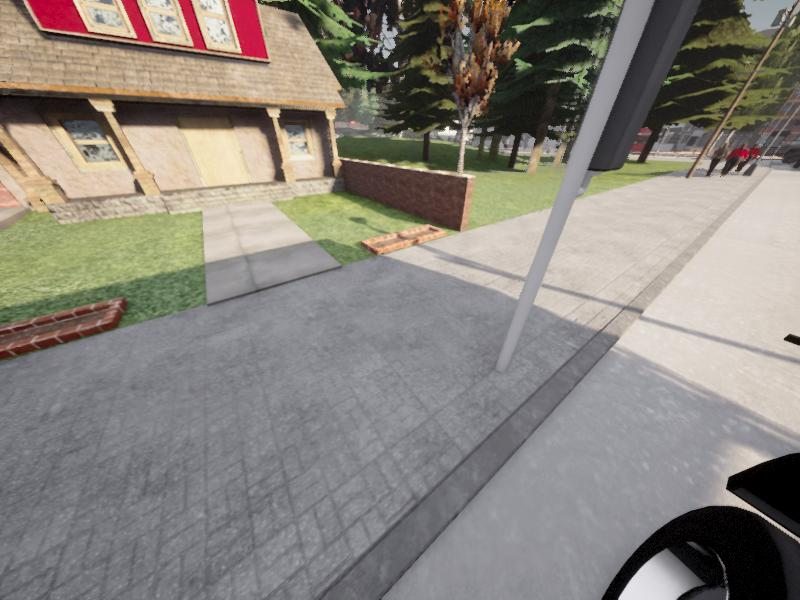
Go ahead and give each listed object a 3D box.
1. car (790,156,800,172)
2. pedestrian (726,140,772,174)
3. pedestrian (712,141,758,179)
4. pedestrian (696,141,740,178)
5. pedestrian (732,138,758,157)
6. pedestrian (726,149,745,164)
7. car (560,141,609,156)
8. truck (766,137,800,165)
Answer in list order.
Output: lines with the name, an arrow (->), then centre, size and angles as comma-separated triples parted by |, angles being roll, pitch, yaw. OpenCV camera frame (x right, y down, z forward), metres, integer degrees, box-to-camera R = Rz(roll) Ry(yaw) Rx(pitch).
car -> 32.371, -10.709, 17.611 | 4.193, 1.474, 1.816 | -27, 43, -33
pedestrian -> 23.415, -9.600, 15.544 | 0.751, 1.860, 0.751 | -15, 38, -20
pedestrian -> 19.690, -8.242, 13.640 | 0.751, 1.860, 0.751 | -27, 43, -32
pedestrian -> 19.248, -8.493, 13.999 | 0.751, 1.860, 0.751 | -24, 42, -30
pedestrian -> 41.951, -18.551, 28.119 | 0.751, 1.860, 0.751 | -8, 36, -11
pedestrian -> 30.869, -13.194, 21.253 | 0.500, 1.100, 0.500 | -22, 41, -28
car -> 27.051, -22.422, 34.149 | 2.152, 1.651, 5.027 | -22, 41, -28
truck -> 38.630, -13.142, 20.478 | 2.390, 2.098, 6.274 | -22, 41, -28
